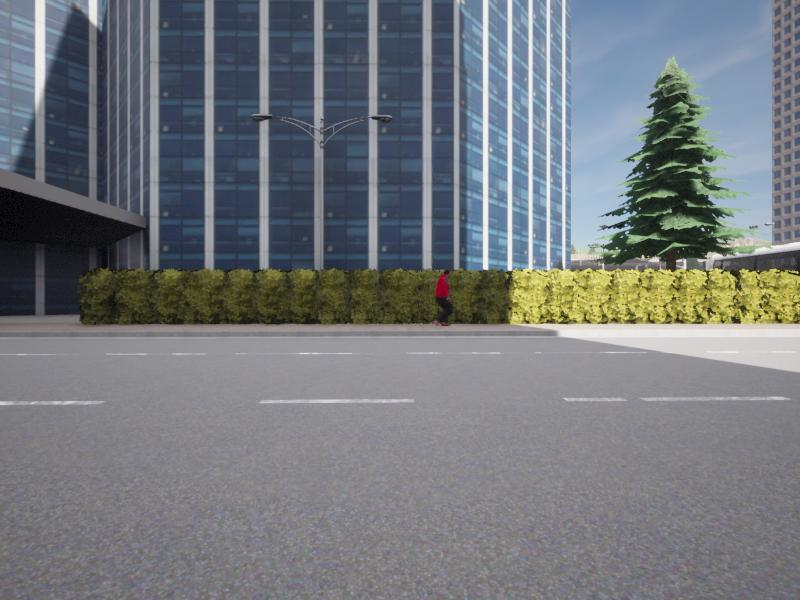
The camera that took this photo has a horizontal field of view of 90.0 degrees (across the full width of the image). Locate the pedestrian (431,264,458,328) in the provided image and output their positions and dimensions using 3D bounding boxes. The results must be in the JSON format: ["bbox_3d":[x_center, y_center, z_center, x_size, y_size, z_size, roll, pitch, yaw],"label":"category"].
[{"bbox_3d":[1.330,-0.115,12.003,0.751,1.860,0.751,0,0,2],"label":"pedestrian"}]

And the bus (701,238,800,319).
[{"bbox_3d":[23.015,-1.134,22.731,3.944,4.253,10.273,0,0,-1],"label":"bus"}]
